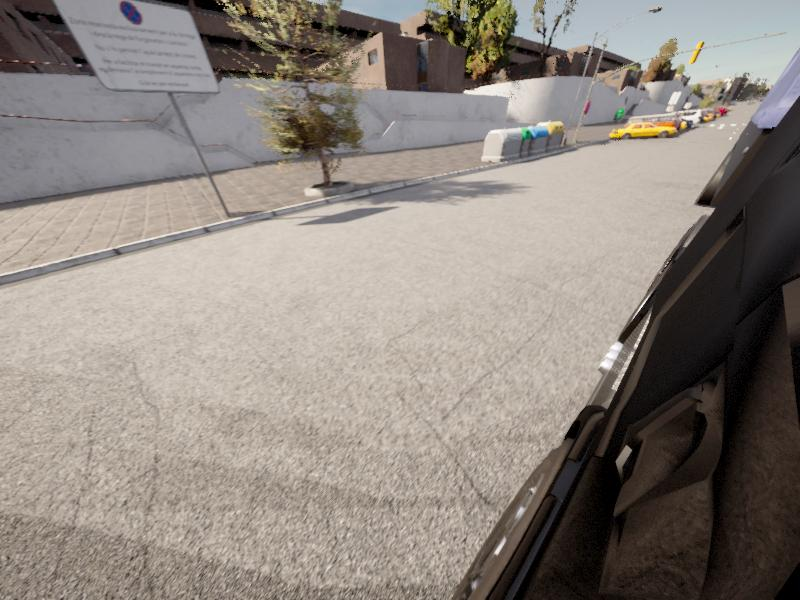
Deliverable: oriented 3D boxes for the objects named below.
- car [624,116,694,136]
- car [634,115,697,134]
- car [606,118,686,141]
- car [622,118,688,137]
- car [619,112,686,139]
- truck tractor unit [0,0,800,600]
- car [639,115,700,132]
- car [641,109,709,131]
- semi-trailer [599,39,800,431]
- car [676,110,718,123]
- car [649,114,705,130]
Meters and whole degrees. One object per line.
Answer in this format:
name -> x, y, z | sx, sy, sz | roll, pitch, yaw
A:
car -> 32.195, -21.849, 29.014 | 5.366, 1.575, 1.946 | 16, 41, 26
car -> 34.632, -23.058, 30.398 | 4.892, 1.521, 2.231 | 16, 41, 26
car -> 25.705, -17.977, 24.461 | 5.366, 1.575, 1.946 | 16, 40, 26
car -> 30.061, -20.522, 27.499 | 4.792, 1.488, 2.163 | 16, 41, 26
car -> 27.902, -19.435, 25.825 | 4.442, 1.987, 1.878 | 16, 40, 26
truck tractor unit -> 2.645, -0.295, 0.351 | 6.516, 4.208, 3.053 | -28, 44, -30
car -> 36.898, -24.325, 31.874 | 5.008, 1.535, 2.097 | 16, 40, 26
car -> 39.125, -25.786, 33.199 | 5.566, 2.045, 2.435 | 16, 41, 26
semi-trailer -> 8.682, -3.597, 4.271 | 14.254, 4.402, 2.717 | -28, 43, -30
car -> 59.636, -36.915, 46.515 | 4.553, 1.767, 2.185 | 16, 41, 26
car -> 41.439, -26.838, 34.815 | 4.892, 1.521, 2.231 | 16, 40, 26
